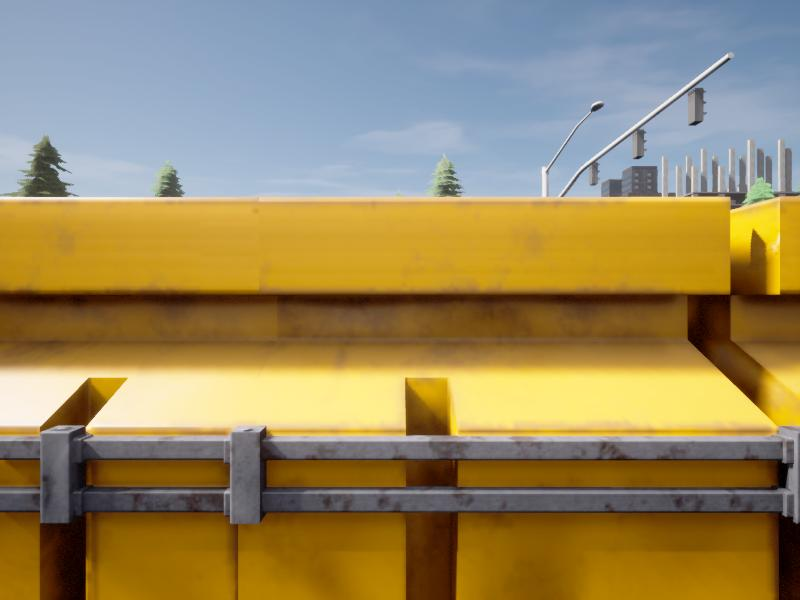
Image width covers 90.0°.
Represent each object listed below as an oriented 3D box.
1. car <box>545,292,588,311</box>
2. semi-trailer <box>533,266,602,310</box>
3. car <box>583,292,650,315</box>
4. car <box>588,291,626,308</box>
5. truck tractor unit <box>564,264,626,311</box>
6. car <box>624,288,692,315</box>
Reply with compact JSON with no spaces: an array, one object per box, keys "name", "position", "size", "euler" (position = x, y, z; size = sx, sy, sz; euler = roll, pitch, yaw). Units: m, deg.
[{"name":"car","position":[15.219,0.168,36.921],"size":[1.930,1.638,5.238],"euler":[0,0,2]},{"name":"semi-trailer","position":[19.116,-1.221,47.058],"size":[2.717,4.402,14.254],"euler":[0,0,2]},{"name":"car","position":[14.937,0.233,27.992],"size":[2.128,1.511,4.902],"euler":[0,0,2]},{"name":"car","position":[26.165,-0.037,50.797],"size":[2.150,2.045,5.566],"euler":[0,0,2]},{"name":"truck tractor unit","position":[18.799,-1.119,39.152],"size":[3.053,4.208,6.516],"euler":[0,0,2]},{"name":"car","position":[18.474,0.091,28.975],"size":[2.097,1.767,4.553],"euler":[0,0,2]}]
